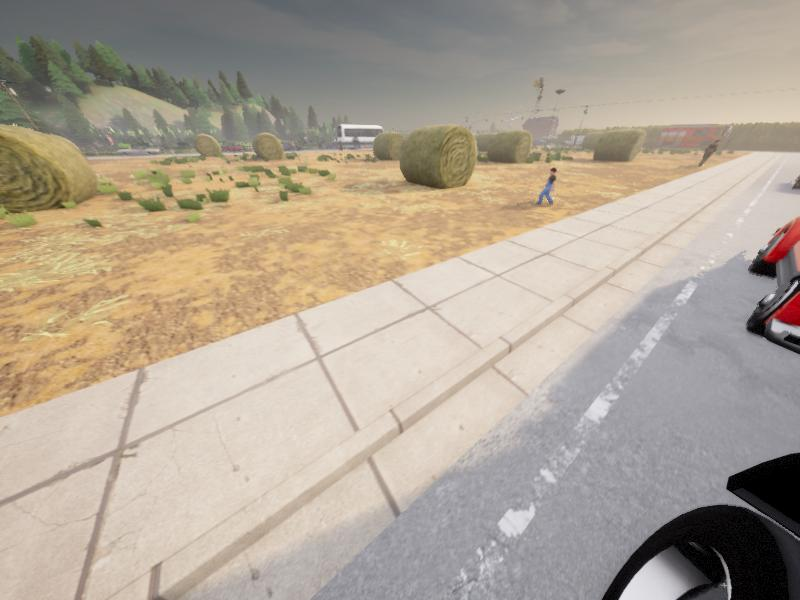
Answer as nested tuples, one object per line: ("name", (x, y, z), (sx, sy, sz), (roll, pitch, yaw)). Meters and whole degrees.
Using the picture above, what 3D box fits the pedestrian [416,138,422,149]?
("pedestrian", (4.052, -33.658, 49.599), (0.751, 1.860, 0.751), (-26, 42, -31))

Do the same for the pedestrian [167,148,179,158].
("pedestrian", (-29.017, -18.764, 29.488), (0.500, 1.100, 0.500), (-5, 35, -6))

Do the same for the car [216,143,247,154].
("car", (-30.305, -27.317, 41.582), (4.193, 1.474, 1.816), (-20, 39, -25))

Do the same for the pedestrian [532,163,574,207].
("pedestrian", (5.355, -4.078, 8.193), (0.751, 1.300, 0.751), (9, 36, 13))

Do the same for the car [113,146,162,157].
("car", (-41.109, -23.427, 36.330), (4.718, 1.301, 1.895), (-20, 40, -25))

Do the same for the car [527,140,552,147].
("car", (36.421, -41.056, 60.467), (2.163, 1.488, 4.792), (-22, 41, -28))

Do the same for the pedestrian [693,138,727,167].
("pedestrian", (24.065, -11.451, 17.974), (0.751, 1.860, 0.751), (-22, 41, -28))

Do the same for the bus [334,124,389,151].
("bus", (-7.874, -34.107, 48.579), (10.273, 4.253, 3.944), (-20, 39, -25))

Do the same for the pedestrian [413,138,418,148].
("pedestrian", (3.349, -34.635, 50.990), (0.751, 1.860, 0.751), (29, 45, 35))

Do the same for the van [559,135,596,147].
("van", (43.395, -38.986, 56.651), (2.351, 2.431, 6.366), (-21, 40, -27))

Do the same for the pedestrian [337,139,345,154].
("pedestrian", (-9.181, -23.862, 35.853), (0.751, 1.860, 0.751), (5, 36, 8))

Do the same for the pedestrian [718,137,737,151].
("pedestrian", (51.369, -24.496, 36.239), (0.751, 1.860, 0.751), (-10, 36, -13))

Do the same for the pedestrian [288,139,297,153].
("pedestrian", (-18.049, -26.004, 38.967), (0.751, 1.860, 0.751), (-26, 43, -31))

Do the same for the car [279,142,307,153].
("car", (-20.030, -28.597, 43.298), (4.193, 1.474, 1.816), (-20, 39, -25))

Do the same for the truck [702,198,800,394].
("truck", (6.689, -0.593, 2.545), (5.204, 2.467, 2.627), (-22, 41, -28))

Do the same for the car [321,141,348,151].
("car", (-14.006, -33.144, 49.548), (4.856, 1.649, 2.033), (-20, 40, -25))

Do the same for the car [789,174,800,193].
("car", (20.901, -5.965, 10.955), (4.181, 1.385, 1.994), (-22, 40, -28))

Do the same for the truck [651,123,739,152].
("truck", (51.786, -28.851, 41.004), (2.891, 3.827, 8.468), (-22, 40, -27))
